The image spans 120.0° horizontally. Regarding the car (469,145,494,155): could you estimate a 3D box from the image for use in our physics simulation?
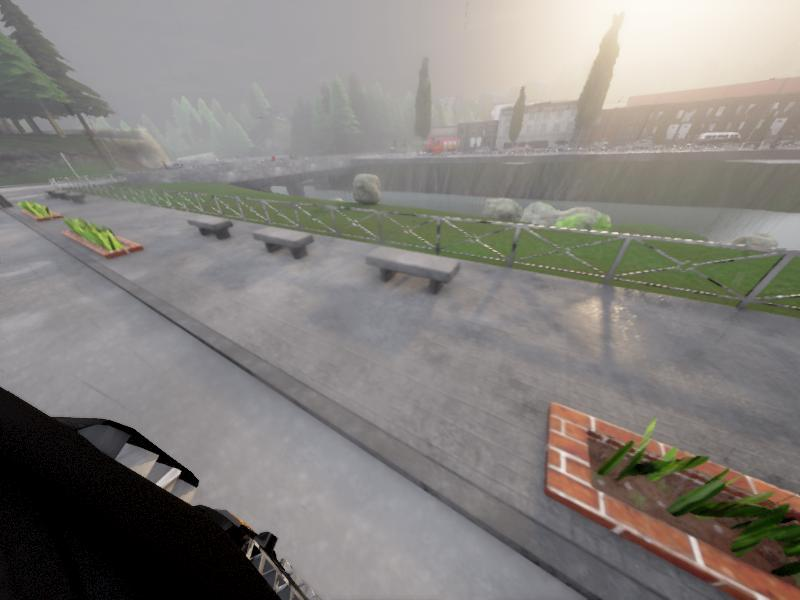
[{"bbox_3d":[18.671,-34.588,53.246,4.856,1.649,2.033,16,38,26],"label":"car"}]

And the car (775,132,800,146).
[{"bbox_3d":[58.954,-23.084,32.971,5.238,1.638,1.930,16,38,26],"label":"car"}]

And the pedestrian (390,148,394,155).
[{"bbox_3d":[-2.553,-45.434,70.672,0.751,1.860,0.751,-29,42,-34],"label":"pedestrian"}]

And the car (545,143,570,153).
[{"bbox_3d":[31.768,-30.784,46.697,3.806,1.475,1.970,16,38,26],"label":"car"}]

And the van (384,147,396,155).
[{"bbox_3d":[-3.681,-54.132,83.949,2.069,2.038,4.480,16,38,26],"label":"van"}]

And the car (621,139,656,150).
[{"bbox_3d":[42.561,-27.704,41.273,3.806,1.475,1.970,16,38,26],"label":"car"}]

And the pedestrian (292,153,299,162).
[{"bbox_3d":[-26.071,-35.622,57.614,0.751,1.860,0.751,-30,42,-35],"label":"pedestrian"}]

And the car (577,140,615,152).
[{"bbox_3d":[37.136,-29.323,43.957,5.238,1.638,1.930,16,38,26],"label":"car"}]

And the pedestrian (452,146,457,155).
[{"bbox_3d":[12.543,-34.381,53.124,0.751,1.860,0.751,-15,36,-18],"label":"pedestrian"}]

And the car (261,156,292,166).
[{"bbox_3d":[-25.020,-28.306,47.037,2.038,1.542,4.974,16,37,26],"label":"car"}]

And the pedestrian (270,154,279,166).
[{"bbox_3d":[-22.935,-25.497,42.131,0.751,1.860,0.751,26,43,36],"label":"pedestrian"}]

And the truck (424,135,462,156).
[{"bbox_3d":[10.409,-37.857,56.762,8.468,3.827,2.891,16,38,26],"label":"truck"}]

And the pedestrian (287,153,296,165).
[{"bbox_3d":[-20.783,-26.996,44.232,0.751,1.860,0.751,17,38,27],"label":"pedestrian"}]

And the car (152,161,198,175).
[{"bbox_3d":[-36.359,-21.530,37.536,2.242,1.667,4.611,16,38,26],"label":"car"}]

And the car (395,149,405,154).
[{"bbox_3d":[0.140,-57.671,89.529,2.007,1.525,4.514,16,38,26],"label":"car"}]

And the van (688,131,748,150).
[{"bbox_3d":[47.590,-23.952,34.742,4.480,2.038,2.069,16,38,26],"label":"van"}]

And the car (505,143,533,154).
[{"bbox_3d":[25.578,-32.612,49.771,5.027,1.651,2.152,16,38,26],"label":"car"}]

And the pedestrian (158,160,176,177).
[{"bbox_3d":[-30.468,-17.209,30.175,0.751,1.860,0.751,16,38,26],"label":"pedestrian"}]
